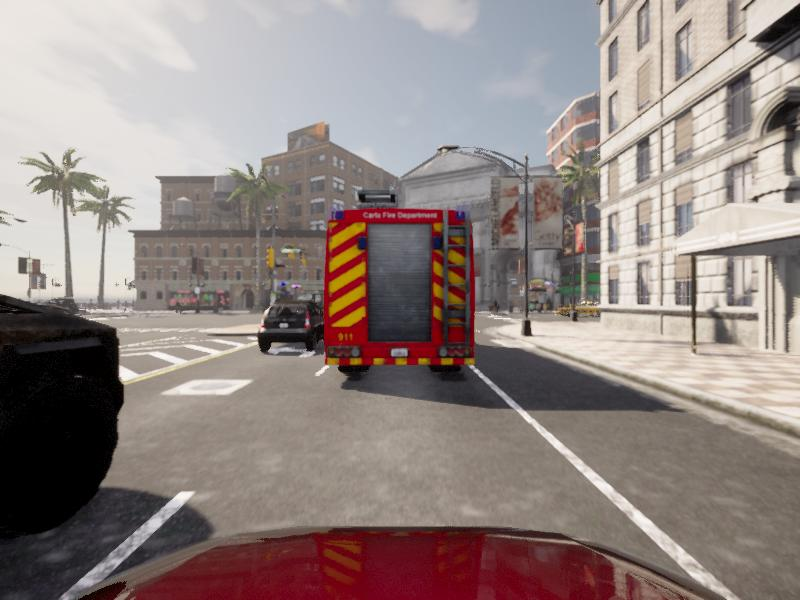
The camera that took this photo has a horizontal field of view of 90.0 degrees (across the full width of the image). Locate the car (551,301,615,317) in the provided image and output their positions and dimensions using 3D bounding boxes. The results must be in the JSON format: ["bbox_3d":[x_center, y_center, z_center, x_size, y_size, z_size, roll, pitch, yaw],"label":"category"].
[{"bbox_3d":[17.826,0.872,39.102,5.366,1.575,1.801,0,0,0],"label":"car"}]

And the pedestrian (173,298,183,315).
[{"bbox_3d":[-25.245,0.719,45.480,0.751,1.860,0.751,0,0,1],"label":"pedestrian"}]

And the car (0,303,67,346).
[{"bbox_3d":[-15.031,0.872,14.501,1.837,1.490,4.892,0,0,0],"label":"car"}]

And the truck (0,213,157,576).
[{"bbox_3d":[-3.502,0.543,0.672,2.390,2.098,6.274,0,0,0],"label":"truck"}]

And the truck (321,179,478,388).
[{"bbox_3d":[-0.018,-0.301,11.570,2.891,3.827,8.468,0,0,0],"label":"truck"}]

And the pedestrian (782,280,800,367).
[{"bbox_3d":[8.875,0.501,8.548,0.751,1.860,0.751,0,0,-13],"label":"pedestrian"}]

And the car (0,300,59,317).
[{"bbox_3d":[-36.898,0.829,39.411,4.611,1.667,2.242,0,0,0],"label":"car"}]

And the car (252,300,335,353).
[{"bbox_3d":[-3.553,0.814,14.116,1.851,1.617,3.988,0,0,0],"label":"car"}]

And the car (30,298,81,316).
[{"bbox_3d":[-36.866,0.724,42.914,3.866,1.878,1.905,0,0,0],"label":"car"}]

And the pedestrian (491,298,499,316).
[{"bbox_3d":[9.935,0.713,41.781,0.751,1.860,0.751,0,0,8],"label":"pedestrian"}]
